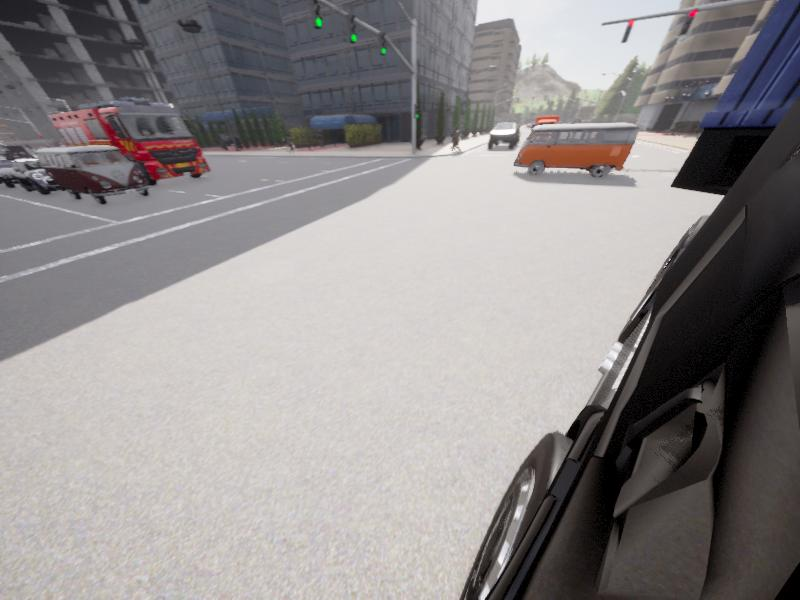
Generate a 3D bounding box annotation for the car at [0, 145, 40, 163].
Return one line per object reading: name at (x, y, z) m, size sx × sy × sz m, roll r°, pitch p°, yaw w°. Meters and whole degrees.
car at (-52.923, -20.255, 31.969) m, size 3.866 × 1.878 × 1.905 m, roll 14°, pitch 40°, yaw 21°

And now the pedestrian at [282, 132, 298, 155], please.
pedestrian at (-11.446, -16.292, 24.070) m, size 0.751 × 1.860 × 0.751 m, roll 14°, pitch 40°, yaw 20°

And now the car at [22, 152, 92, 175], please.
car at (-28.893, -11.568, 19.497) m, size 4.181 × 1.385 × 1.994 m, roll 14°, pitch 40°, yaw 21°

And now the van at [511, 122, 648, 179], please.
van at (7.926, -7.049, 10.881) m, size 4.442 × 1.987 × 1.775 m, roll 14°, pitch 40°, yaw 21°

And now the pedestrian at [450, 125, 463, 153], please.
pedestrian at (4.844, -13.752, 19.769) m, size 0.751 × 1.860 × 0.751 m, roll 12°, pitch 39°, yaw 19°

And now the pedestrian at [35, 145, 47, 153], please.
pedestrian at (-79.947, -33.589, 51.414) m, size 0.751 × 1.300 × 0.751 m, roll 13°, pitch 40°, yaw 20°

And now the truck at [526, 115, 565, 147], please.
truck at (15.202, -17.835, 24.385) m, size 2.627 × 2.467 × 5.204 m, roll 15°, pitch 40°, yaw 21°

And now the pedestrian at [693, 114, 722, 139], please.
pedestrian at (29.241, -16.487, 22.007) m, size 0.751 × 1.860 × 0.751 m, roll 17°, pitch 41°, yaw 24°

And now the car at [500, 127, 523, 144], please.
car at (14.232, -21.009, 29.394) m, size 1.801 × 1.575 × 5.366 m, roll 15°, pitch 40°, yaw 22°

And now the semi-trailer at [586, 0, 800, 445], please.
semi-trailer at (9.961, -2.099, 2.154) m, size 14.254 × 4.402 × 2.717 m, roll -9°, pitch 37°, yaw -9°

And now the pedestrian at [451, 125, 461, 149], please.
pedestrian at (5.534, -16.233, 23.023) m, size 0.751 × 1.860 × 0.751 m, roll 5°, pitch 38°, yaw 10°

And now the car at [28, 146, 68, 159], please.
car at (-54.602, -22.871, 35.833) m, size 5.008 × 1.535 × 1.882 m, roll 14°, pitch 40°, yaw 21°

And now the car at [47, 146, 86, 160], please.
car at (-47.860, -21.123, 33.176) m, size 3.806 × 1.475 × 1.970 m, roll 14°, pitch 40°, yaw 21°

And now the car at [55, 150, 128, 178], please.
car at (-22.611, -10.028, 16.959) m, size 3.633 × 1.501 × 1.845 m, roll 14°, pitch 40°, yaw 21°

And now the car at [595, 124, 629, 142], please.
car at (24.296, -19.304, 26.670) m, size 1.812 × 1.442 × 4.674 m, roll 15°, pitch 40°, yaw 21°

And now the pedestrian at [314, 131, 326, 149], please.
pedestrian at (-10.106, -20.200, 29.178) m, size 0.751 × 1.860 × 0.751 m, roll 9°, pitch 38°, yaw 15°

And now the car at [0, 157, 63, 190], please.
car at (-24.645, -8.167, 14.717) m, size 5.357 × 1.411 × 2.033 m, roll 14°, pitch 40°, yaw 21°

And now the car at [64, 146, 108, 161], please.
car at (-41.821, -19.576, 30.764) m, size 4.892 × 1.490 × 1.837 m, roll 14°, pitch 40°, yaw 21°

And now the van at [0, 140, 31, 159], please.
van at (-70.668, -26.182, 40.277) m, size 1.988 × 2.561 × 5.915 m, roll 15°, pitch 40°, yaw 21°

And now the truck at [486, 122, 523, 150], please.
truck at (10.768, -16.892, 23.694) m, size 2.390 × 2.098 × 6.274 m, roll 15°, pitch 40°, yaw 22°

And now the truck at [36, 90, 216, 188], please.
truck at (-15.810, -9.190, 13.550) m, size 8.468 × 3.827 × 2.891 m, roll 14°, pitch 40°, yaw 21°

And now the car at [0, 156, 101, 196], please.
car at (-18.807, -6.708, 12.378) m, size 3.806 × 1.475 × 1.970 m, roll 14°, pitch 40°, yaw 21°

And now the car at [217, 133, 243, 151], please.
car at (-26.576, -24.757, 36.036) m, size 2.390 × 2.098 × 6.274 m, roll -24°, pitch 42°, yaw -26°

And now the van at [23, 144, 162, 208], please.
van at (-13.122, -5.454, 9.965) m, size 4.442 × 1.987 × 1.775 m, roll 14°, pitch 40°, yaw 21°

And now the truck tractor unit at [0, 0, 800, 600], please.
truck tractor unit at (2.645, -0.295, 0.351) m, size 6.516 × 4.208 × 3.053 m, roll -28°, pitch 44°, yaw -30°
